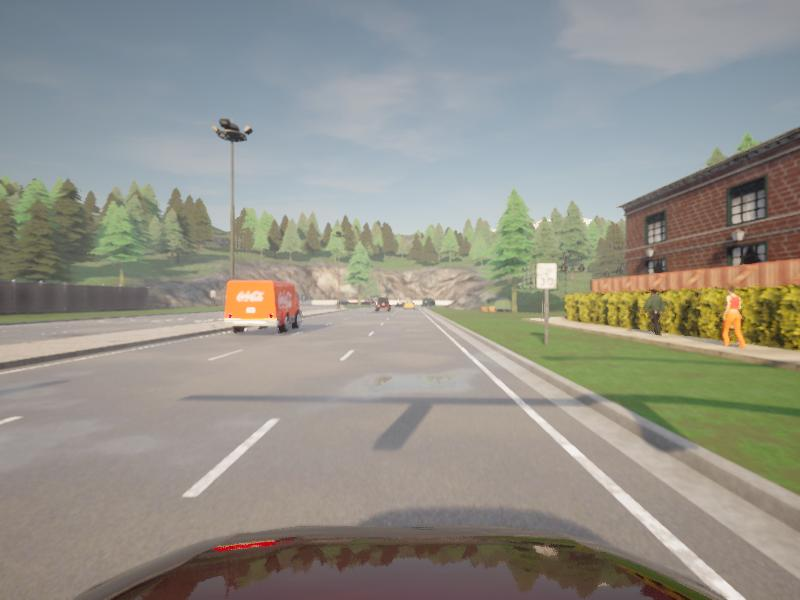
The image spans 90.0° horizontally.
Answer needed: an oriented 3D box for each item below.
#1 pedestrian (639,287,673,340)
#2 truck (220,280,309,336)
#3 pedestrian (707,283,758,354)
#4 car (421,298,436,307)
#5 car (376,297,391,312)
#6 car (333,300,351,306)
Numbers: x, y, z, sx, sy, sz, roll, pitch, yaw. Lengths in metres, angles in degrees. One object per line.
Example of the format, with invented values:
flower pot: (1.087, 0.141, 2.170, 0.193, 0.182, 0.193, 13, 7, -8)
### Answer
pedestrian: (9.283, 0.479, 14.527, 0.751, 1.860, 0.751, 0, 0, 2)
truck: (-6.564, 0.338, 20.240, 2.627, 2.467, 5.204, 0, 0, 1)
pedestrian: (8.987, 0.481, 10.847, 0.751, 1.860, 0.751, 0, 0, 1)
car: (6.526, 0.506, 90.478, 2.150, 2.045, 5.566, 0, 0, 18)
car: (-2.253, 0.602, 55.345, 1.905, 1.878, 3.866, 0, 0, 1)
car: (-15.368, 0.750, 106.123, 1.837, 1.490, 4.892, 0, 0, 37)
